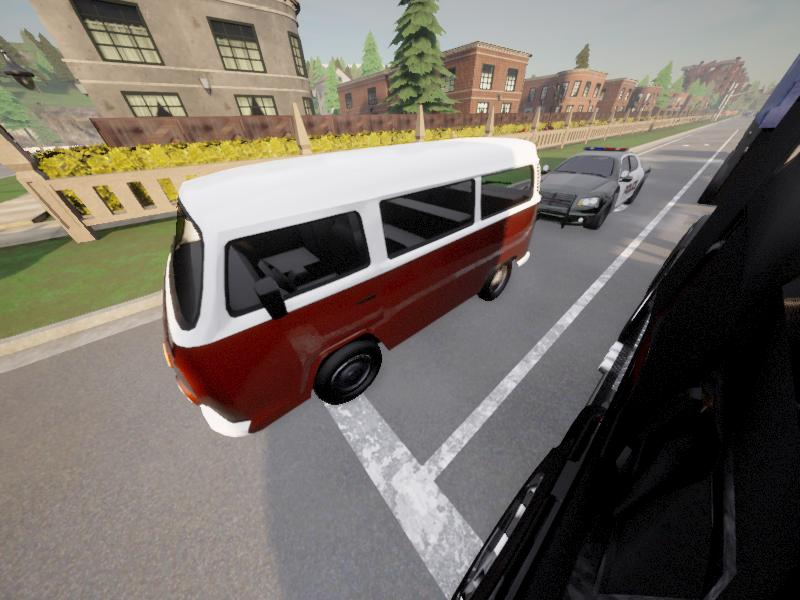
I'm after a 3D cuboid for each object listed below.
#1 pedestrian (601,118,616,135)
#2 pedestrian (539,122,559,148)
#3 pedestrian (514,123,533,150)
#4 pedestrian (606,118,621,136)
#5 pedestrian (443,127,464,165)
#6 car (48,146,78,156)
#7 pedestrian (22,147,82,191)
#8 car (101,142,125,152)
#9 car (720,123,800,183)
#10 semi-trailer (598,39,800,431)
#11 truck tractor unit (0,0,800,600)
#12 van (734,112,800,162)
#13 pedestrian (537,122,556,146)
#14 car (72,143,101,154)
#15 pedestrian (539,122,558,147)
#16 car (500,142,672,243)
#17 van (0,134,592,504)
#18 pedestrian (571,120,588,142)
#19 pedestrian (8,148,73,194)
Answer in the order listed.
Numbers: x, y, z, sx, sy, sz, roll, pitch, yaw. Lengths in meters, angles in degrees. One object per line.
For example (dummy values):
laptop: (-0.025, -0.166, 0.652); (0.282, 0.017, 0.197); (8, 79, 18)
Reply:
pedestrian: (28.953, -24.022, 32.041); (0.751, 1.860, 0.751); (-28, 44, -30)
pedestrian: (13.404, -14.887, 20.827); (0.751, 1.860, 0.751); (-28, 44, -30)
pedestrian: (10.788, -14.342, 20.264); (0.751, 1.860, 0.751); (-27, 43, -29)
pedestrian: (28.281, -22.892, 30.574); (0.751, 1.860, 0.751); (27, 46, 33)
pedestrian: (3.285, -9.537, 14.324); (0.751, 1.860, 0.751); (-28, 44, -30)
car: (-76.418, -33.890, 52.503); (1.816, 1.474, 4.193); (-16, 39, -17)
pedestrian: (-17.957, -6.798, 12.013); (0.751, 1.860, 0.751); (-28, 43, -29)
car: (-71.820, -38.406, 57.920); (1.905, 1.878, 3.866); (-16, 39, -17)
car: (16.057, -6.377, 9.798); (5.027, 1.651, 2.152); (-28, 44, -30)
semi-trailer: (8.699, -3.608, 4.222); (14.254, 4.402, 2.717); (-28, 44, -30)
truck tractor unit: (2.645, -0.295, 0.351); (6.516, 4.208, 3.053); (-28, 44, -30)
van: (20.808, -9.068, 12.777); (4.442, 1.987, 1.775); (-28, 44, -30)
pedestrian: (14.290, -16.251, 22.592); (0.751, 1.860, 0.751); (-19, 40, -21)
car: (-73.750, -35.713, 54.441); (1.932, 1.855, 4.605); (-16, 39, -17)
pedestrian: (13.915, -15.549, 21.678); (0.751, 1.860, 0.751); (29, 47, 35)
car: (5.282, -3.339, 6.491); (4.974, 1.542, 2.038); (-28, 44, -30)
van: (-0.089, -0.678, 2.855); (4.480, 2.038, 2.069); (-28, 43, -30)
pedestrian: (19.212, -18.101, 24.751); (0.751, 1.860, 0.751); (-29, 44, -31)
pedestrian: (-17.623, -6.363, 11.409); (0.751, 1.860, 0.751); (-28, 44, -30)
